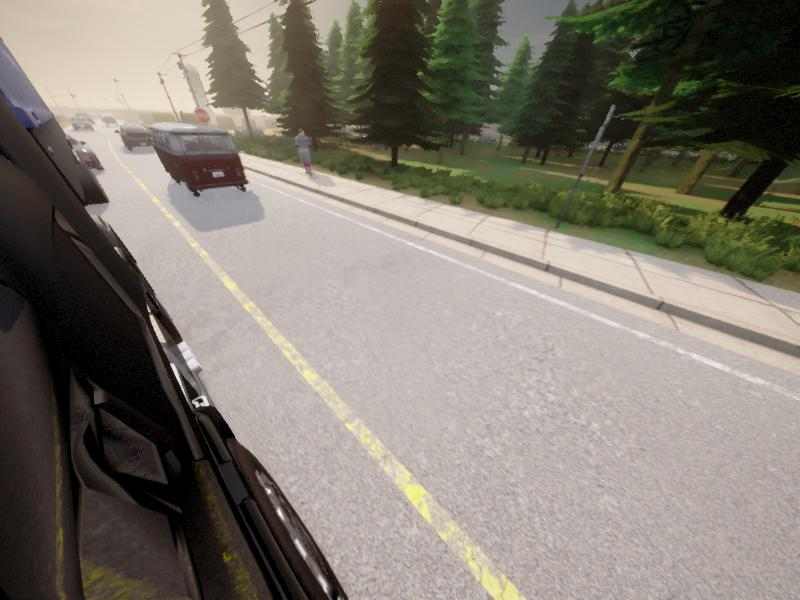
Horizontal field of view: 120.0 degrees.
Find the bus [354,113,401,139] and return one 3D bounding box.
[{"bbox_3d":[-4.756,-38.208,50.895,3.944,4.253,10.273,29,44,31],"label":"bus"}]

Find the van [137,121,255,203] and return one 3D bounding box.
[{"bbox_3d":[-7.526,-5.248,8.523,4.442,1.987,1.775,30,45,32],"label":"van"}]

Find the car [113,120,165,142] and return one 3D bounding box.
[{"bbox_3d":[-27.525,-18.032,24.606,2.152,1.651,5.027,-16,41,-23],"label":"car"}]

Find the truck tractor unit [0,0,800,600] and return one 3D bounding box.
[{"bbox_3d":[-2.645,-0.295,0.351,6.516,4.208,3.053,28,44,30],"label":"truck tractor unit"}]

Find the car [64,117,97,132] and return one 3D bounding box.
[{"bbox_3d":[-45.617,-25.188,33.079,4.902,1.511,2.128,31,45,33],"label":"car"}]

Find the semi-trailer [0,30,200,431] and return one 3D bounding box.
[{"bbox_3d":[-8.634,-3.650,4.286,14.254,4.402,2.717,29,44,30],"label":"semi-trailer"}]

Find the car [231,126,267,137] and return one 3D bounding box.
[{"bbox_3d":[-24.452,-27.383,37.562,1.994,1.385,4.181,28,44,30],"label":"car"}]

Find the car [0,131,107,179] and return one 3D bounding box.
[{"bbox_3d":[-15.346,-6.684,10.444,4.181,1.385,1.994,30,45,31],"label":"car"}]

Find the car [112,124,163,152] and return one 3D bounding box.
[{"bbox_3d":[-20.619,-12.773,18.129,4.892,1.490,1.837,32,46,32],"label":"car"}]

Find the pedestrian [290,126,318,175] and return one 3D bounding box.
[{"bbox_3d":[-4.471,-6.977,10.841,0.751,1.860,0.751,-15,40,-22],"label":"pedestrian"}]
